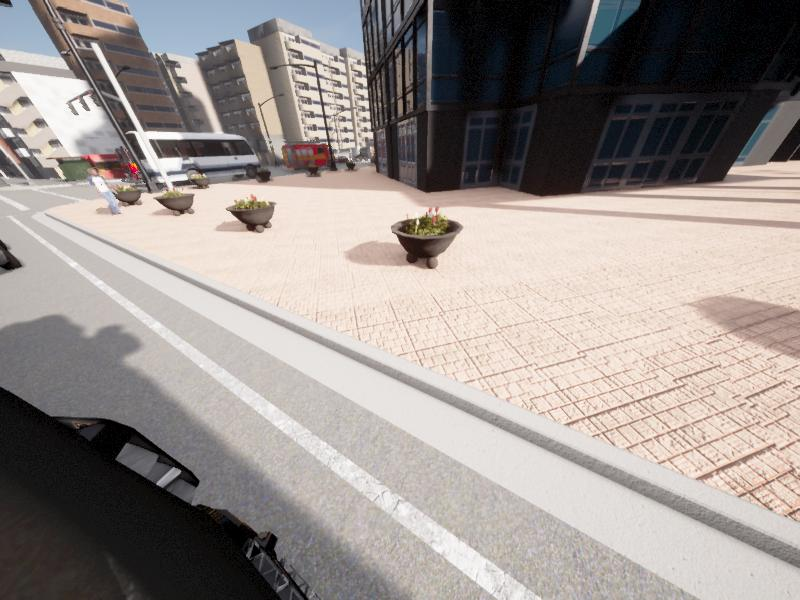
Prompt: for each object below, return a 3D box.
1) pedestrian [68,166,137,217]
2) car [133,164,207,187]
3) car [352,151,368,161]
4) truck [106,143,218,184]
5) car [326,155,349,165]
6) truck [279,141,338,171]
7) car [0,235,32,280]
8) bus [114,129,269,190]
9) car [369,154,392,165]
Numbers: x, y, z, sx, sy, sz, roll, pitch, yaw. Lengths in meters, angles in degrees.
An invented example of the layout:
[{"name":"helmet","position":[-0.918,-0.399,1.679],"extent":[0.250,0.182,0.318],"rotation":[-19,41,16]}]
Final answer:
[{"name":"pedestrian","position":[-12.499,-4.571,9.791],"extent":[0.751,1.860,0.751],"rotation":[2,34,7]},{"name":"car","position":[-23.950,-13.151,24.316],"extent":[2.033,1.649,4.856],"rotation":[16,37,26]},{"name":"car","position":[-10.232,-37.358,59.890],"extent":[1.905,1.878,3.866],"rotation":[16,37,26]},{"name":"truck","position":[-28.724,-17.123,28.713],"extent":[2.891,3.827,8.468],"rotation":[16,37,26]},{"name":"car","position":[-13.674,-30.928,50.936],"extent":[2.097,1.767,4.553],"rotation":[16,37,26]},{"name":"truck","position":[-14.437,-23.442,37.528],"extent":[2.891,3.827,8.468],"rotation":[16,37,26]},{"name":"car","position":[-11.612,-1.393,5.423],"extent":[4.611,1.667,2.242],"rotation":[16,38,26]},{"name":"bus","position":[-19.999,-14.448,23.628],"extent":[3.944,4.253,10.273],"rotation":[16,37,26]},{"name":"car","position":[-3.944,-28.885,47.302],"extent":[2.152,1.651,5.027],"rotation":[16,37,26]}]
